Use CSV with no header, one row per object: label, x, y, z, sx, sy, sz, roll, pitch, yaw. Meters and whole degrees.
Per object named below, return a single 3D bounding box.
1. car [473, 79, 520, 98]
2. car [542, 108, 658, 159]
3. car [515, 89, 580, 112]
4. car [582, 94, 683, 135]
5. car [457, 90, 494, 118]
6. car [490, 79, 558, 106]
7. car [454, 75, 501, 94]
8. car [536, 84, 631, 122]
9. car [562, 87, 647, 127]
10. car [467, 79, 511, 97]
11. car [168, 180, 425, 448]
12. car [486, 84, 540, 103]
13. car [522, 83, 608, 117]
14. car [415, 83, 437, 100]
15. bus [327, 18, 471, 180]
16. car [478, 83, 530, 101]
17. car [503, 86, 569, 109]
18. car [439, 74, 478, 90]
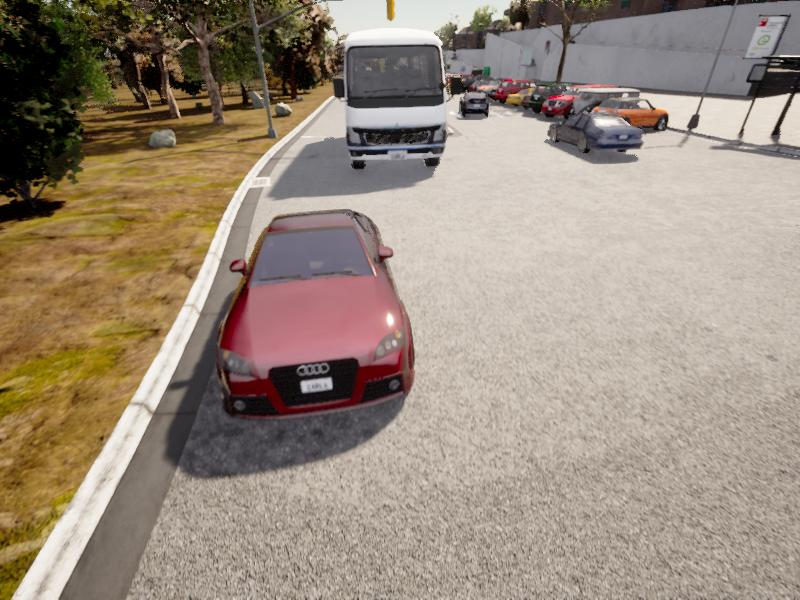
car,10.968,-24.096,45.607,4.553,1.767,2.185,-13,33,-21
car,8.155,-7.218,17.053,2.033,1.411,5.357,-2,29,-2
car,12.088,-16.375,32.777,4.674,1.452,2.002,-13,33,-21
car,12.892,-10.429,22.329,4.553,1.767,2.185,-12,32,-20
car,5.616,-14.909,30.326,2.163,1.488,4.792,2,31,4
car,11.662,-19.666,37.805,5.566,2.045,2.435,-13,33,-21
car,10.259,-28.734,53.303,5.566,2.045,2.435,-13,32,-21
car,12.509,-13.578,27.440,5.566,2.045,2.435,-12,33,-21
car,12.632,-12.019,24.835,4.442,1.987,1.878,-12,33,-21
car,10.673,-25.597,48.172,4.553,1.767,2.185,-13,32,-21
car,-1.086,-0.343,5.291,1.994,1.385,4.181,-6,30,-7
car,11.428,-20.940,40.529,4.792,1.488,2.163,-13,33,-21
car,12.342,-15.114,30.055,5.566,2.045,2.435,-12,33,-21
car,2.882,-23.635,45.220,1.816,1.474,4.193,-3,30,-4
bus,-0.378,-8.332,16.436,3.944,4.253,10.273,-3,29,-3
car,11.177,-22.469,43.080,4.892,1.521,2.231,-13,33,-21
car,12.035,-17.967,35.405,5.366,1.575,1.946,-13,33,-21
car,9.279,-34.717,63.624,5.566,2.045,2.435,-13,33,-21
